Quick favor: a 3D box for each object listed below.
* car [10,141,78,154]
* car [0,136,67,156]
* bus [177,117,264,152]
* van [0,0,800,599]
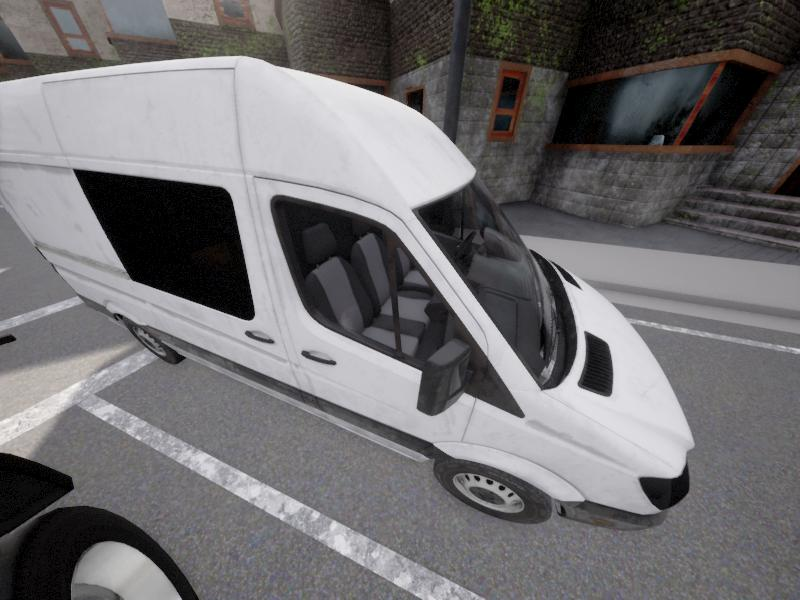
[{"bbox_3d":[-51.847,-22.398,33.849,5.008,1.535,1.882,-15,38,-21],"label":"car"},{"bbox_3d":[-50.322,-20.787,31.120,5.566,2.045,2.150,-15,38,-21],"label":"car"},{"bbox_3d":[-29.041,-27.615,38.512,10.273,4.253,3.944,-16,38,-20],"label":"bus"},{"bbox_3d":[-0.873,-0.412,2.306,5.915,2.561,1.988,13,37,17],"label":"van"}]
